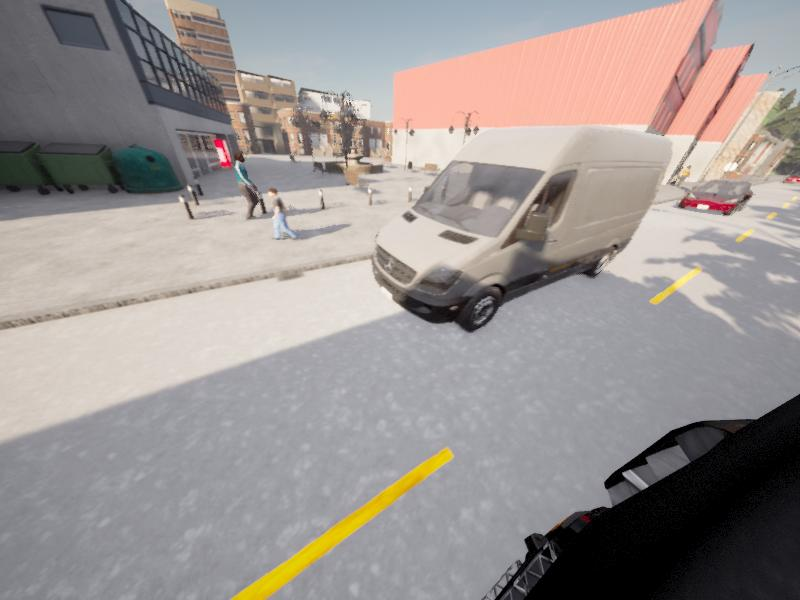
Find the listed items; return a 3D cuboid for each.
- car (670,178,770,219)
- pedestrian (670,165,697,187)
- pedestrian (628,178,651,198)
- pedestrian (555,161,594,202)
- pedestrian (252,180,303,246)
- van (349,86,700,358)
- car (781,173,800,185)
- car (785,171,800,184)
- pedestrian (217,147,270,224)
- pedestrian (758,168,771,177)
[{"bbox_3d":[17.414,-5.659,12.580,4.792,1.488,2.163,-17,38,-27],"label":"car"},{"bbox_3d":[28.126,-12.330,22.935,0.751,1.860,0.751,-15,38,-25],"label":"pedestrian"},{"bbox_3d":[15.657,-7.340,15.090,0.500,1.100,0.500,-16,38,-27],"label":"pedestrian"},{"bbox_3d":[9.225,-6.267,12.263,0.751,1.860,0.751,-10,36,-18],"label":"pedestrian"},{"bbox_3d":[-2.816,-2.072,5.469,0.751,1.300,0.751,-9,35,-18],"label":"pedestrian"},{"bbox_3d":[2.348,-1.583,4.256,5.915,2.561,1.988,-17,38,-27],"label":"van"},{"bbox_3d":[65.673,-20.119,38.228,4.514,1.525,2.007,-17,38,-27],"label":"car"},{"bbox_3d":[75.057,-22.944,43.201,5.566,2.045,2.150,-17,38,-27],"label":"car"},{"bbox_3d":[-4.511,-3.303,6.730,0.751,1.860,0.751,-18,39,-29],"label":"pedestrian"},{"bbox_3d":[83.999,-29.465,53.293,0.751,1.860,0.751,-18,39,-29],"label":"pedestrian"}]
